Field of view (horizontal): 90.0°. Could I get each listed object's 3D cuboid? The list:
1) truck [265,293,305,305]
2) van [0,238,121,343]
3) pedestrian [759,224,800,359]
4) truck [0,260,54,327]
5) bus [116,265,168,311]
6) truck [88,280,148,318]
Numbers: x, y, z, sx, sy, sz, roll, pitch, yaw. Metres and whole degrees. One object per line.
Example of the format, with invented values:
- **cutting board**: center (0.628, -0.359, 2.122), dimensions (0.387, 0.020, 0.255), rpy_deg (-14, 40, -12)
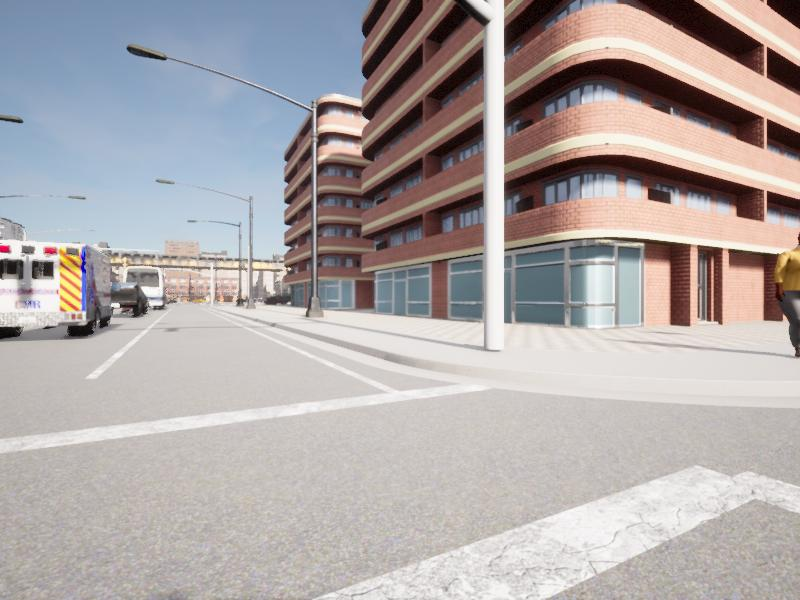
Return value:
- **truck**: center (-20.145, -0.210, 70.222), dimensions (6.274, 2.098, 2.390), rpy_deg (-1, 0, -27)
- **van**: center (-10.409, -0.222, 12.247), dimensions (2.351, 2.431, 6.366), rpy_deg (0, 0, -28)
- **pedestrian**: center (5.851, -0.115, 5.763), dimensions (0.751, 1.860, 0.751), rpy_deg (0, 0, 16)
- **truck**: center (-16.753, -0.243, 16.576), dimensions (2.627, 2.467, 5.204), rpy_deg (0, 0, -28)
- **bus**: center (-27.155, -1.131, 42.705), dimensions (3.944, 4.253, 10.273), rpy_deg (0, 0, -29)
- **truck**: center (-17.377, -0.058, 25.011), dimensions (2.390, 2.098, 6.274), rpy_deg (0, 0, -28)
